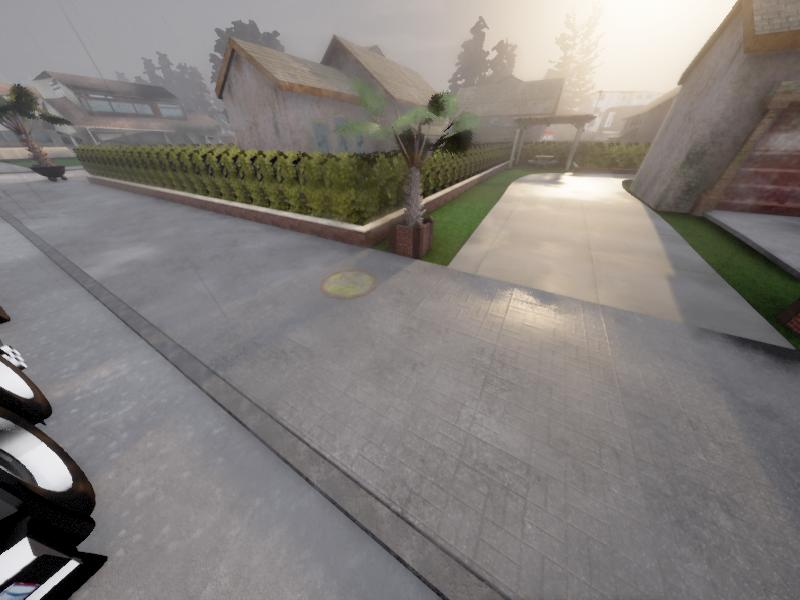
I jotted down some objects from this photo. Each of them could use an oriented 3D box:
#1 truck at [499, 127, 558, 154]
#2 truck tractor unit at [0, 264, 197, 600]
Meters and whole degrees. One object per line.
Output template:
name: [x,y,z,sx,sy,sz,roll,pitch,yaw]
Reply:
truck: [23.116,-28.910,41.978,8.468,3.827,2.891,18,39,24]
truck tractor unit: [-5.111,-0.301,0.780,6.516,4.208,3.053,18,39,24]
